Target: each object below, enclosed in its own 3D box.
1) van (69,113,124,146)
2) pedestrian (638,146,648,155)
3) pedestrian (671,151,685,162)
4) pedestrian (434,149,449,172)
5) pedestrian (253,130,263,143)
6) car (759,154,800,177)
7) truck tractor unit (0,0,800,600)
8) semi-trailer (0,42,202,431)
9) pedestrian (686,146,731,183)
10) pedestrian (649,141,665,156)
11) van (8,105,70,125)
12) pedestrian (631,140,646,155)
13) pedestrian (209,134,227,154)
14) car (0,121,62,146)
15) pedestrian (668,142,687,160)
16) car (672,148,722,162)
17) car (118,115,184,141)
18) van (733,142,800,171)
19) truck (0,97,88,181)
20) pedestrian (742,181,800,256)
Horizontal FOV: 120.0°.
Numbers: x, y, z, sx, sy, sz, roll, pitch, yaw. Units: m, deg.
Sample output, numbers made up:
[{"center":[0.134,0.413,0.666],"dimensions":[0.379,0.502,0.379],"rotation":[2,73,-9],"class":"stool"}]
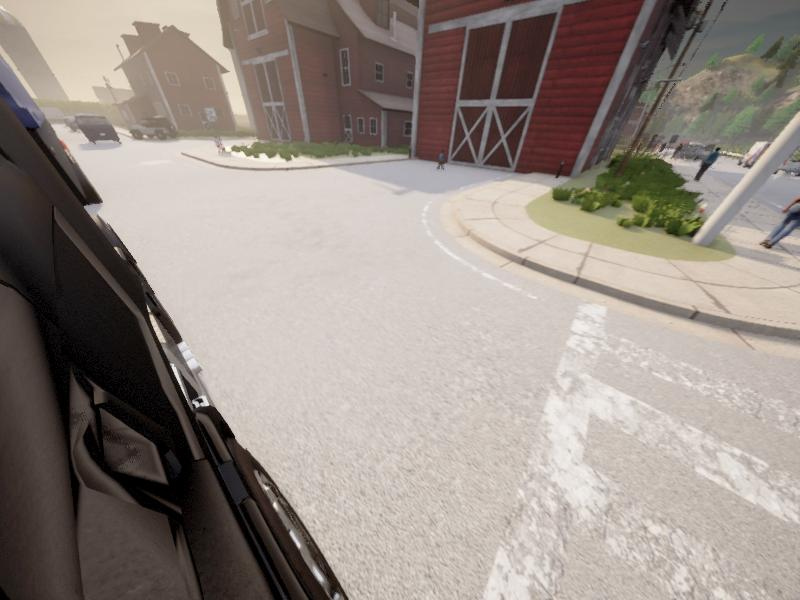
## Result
[{"center":[-25.508,-14.394,19.435],"dimensions":[4.442,1.987,1.775],"rotation":[28,45,30],"class":"van"},{"center":[38.184,-23.477,36.313],"dimensions":[0.500,1.100,0.500],"rotation":[10,37,10],"class":"pedestrian"},{"center":[32.453,-16.771,26.990],"dimensions":[0.500,1.100,0.500],"rotation":[-22,43,-29],"class":"pedestrian"},{"center":[2.478,-8.360,13.819],"dimensions":[0.500,1.100,0.500],"rotation":[28,44,30],"class":"pedestrian"},{"center":[-15.486,-17.845,25.256],"dimensions":[0.500,1.100,0.500],"rotation":[27,43,29],"class":"pedestrian"},{"center":[36.528,-12.697,21.758],"dimensions":[1.845,1.501,3.633],"rotation":[29,44,31],"class":"car"},{"center":[-2.645,-0.295,0.351],"dimensions":[6.516,4.208,3.053],"rotation":[28,44,30],"class":"truck tractor unit"},{"center":[-8.699,-3.609,4.221],"dimensions":[14.254,4.402,2.717],"rotation":[28,44,30],"class":"semi-trailer"},{"center":[18.995,-8.380,14.281],"dimensions":[0.751,1.860,0.751],"rotation":[29,44,30],"class":"pedestrian"},{"center":[39.256,-23.180,35.353],"dimensions":[0.751,1.860,0.751],"rotation":[21,40,23],"class":"pedestrian"},{"center":[-69.225,-35.571,44.524],"dimensions":[1.988,2.561,5.915],"rotation":[29,44,30],"class":"van"},{"center":[37.039,-23.676,35.871],"dimensions":[0.751,1.860,0.751],"rotation":[31,45,32],"class":"pedestrian"},{"center":[-12.732,-10.885,16.138],"dimensions":[0.500,1.100,0.500],"rotation":[26,42,27],"class":"pedestrian"},{"center":[-28.593,-13.022,18.002],"dimensions":[4.181,1.385,1.994],"rotation":[28,44,30],"class":"car"},{"center":[36.905,-19.835,30.736],"dimensions":[0.751,1.860,0.751],"rotation":[-27,46,-33],"class":"pedestrian"},{"center":[42.640,-20.964,33.323],"dimensions":[1.994,1.385,4.181],"rotation":[3,37,0],"class":"car"},{"center":[-25.301,-17.599,23.647],"dimensions":[3.866,1.878,1.905],"rotation":[-1,43,-2],"class":"car"},{"center":[41.981,-16.631,26.614],"dimensions":[2.351,2.431,6.366],"rotation":[29,44,30],"class":"van"},{"center":[-16.287,-6.876,9.713],"dimensions":[5.204,2.467,2.627],"rotation":[28,44,30],"class":"truck"},{"center":[9.193,-2.072,5.222],"dimensions":[0.751,1.860,0.751],"rotation":[-23,44,-30],"class":"pedestrian"}]
